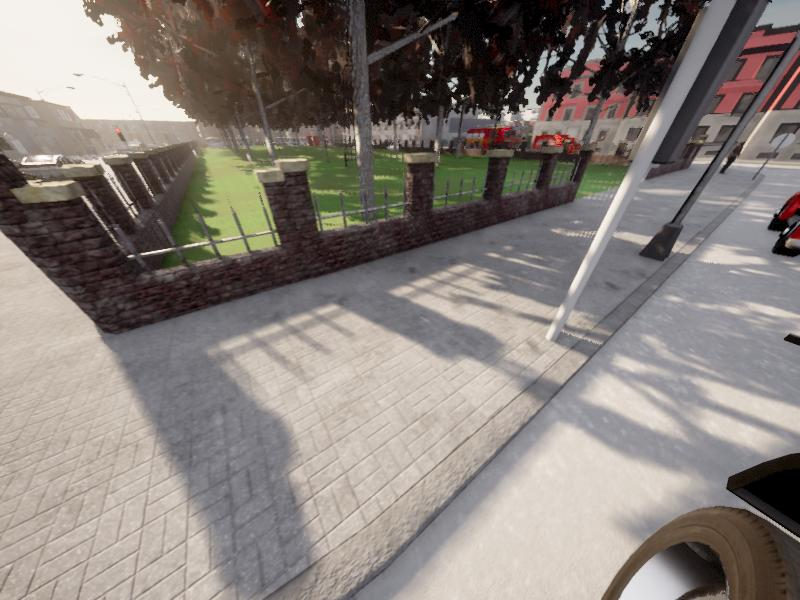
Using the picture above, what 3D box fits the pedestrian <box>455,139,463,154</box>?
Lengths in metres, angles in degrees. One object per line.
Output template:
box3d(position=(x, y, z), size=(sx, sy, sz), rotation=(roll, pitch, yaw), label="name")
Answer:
box3d(position=(9.269, -24.036, 36.126), size=(0.751, 1.860, 0.751), rotation=(-8, 36, -11), label="pedestrian")

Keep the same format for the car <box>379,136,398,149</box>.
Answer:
box3d(position=(-2.829, -38.928, 57.187), size=(2.152, 1.651, 5.027), rotation=(-23, 28, -29), label="car")

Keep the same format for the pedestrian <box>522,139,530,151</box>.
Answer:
box3d(position=(22.695, -28.001, 41.684), size=(0.751, 1.860, 0.751), rotation=(11, 37, 15), label="pedestrian")

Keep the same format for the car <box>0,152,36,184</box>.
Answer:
box3d(position=(-26.481, -8.387, 14.710), size=(1.837, 1.490, 4.892), rotation=(-22, 41, -28), label="car")

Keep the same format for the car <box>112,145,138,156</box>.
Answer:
box3d(position=(-48.931, -26.622, 41.173), size=(1.812, 1.442, 4.674), rotation=(-22, 41, -28), label="car")

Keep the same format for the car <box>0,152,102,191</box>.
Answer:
box3d(position=(-20.708, -7.905, 13.969), size=(2.128, 1.511, 4.902), rotation=(-24, 42, -30), label="car")

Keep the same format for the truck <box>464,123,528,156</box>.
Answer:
box3d(position=(14.600, -25.179, 36.232), size=(2.891, 3.827, 8.468), rotation=(-22, 40, -28), label="truck")

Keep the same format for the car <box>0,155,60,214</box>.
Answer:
box3d(position=(-16.833, -4.707, 9.302), size=(2.033, 1.649, 4.856), rotation=(-23, 41, -29), label="car")

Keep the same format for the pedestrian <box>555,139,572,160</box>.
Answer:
box3d(position=(18.158, -16.746, 25.719), size=(0.751, 1.860, 0.751), rotation=(-22, 41, -28), label="pedestrian")

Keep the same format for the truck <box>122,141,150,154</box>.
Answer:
box3d(position=(-55.663, -32.416, 48.873), size=(2.390, 2.098, 6.274), rotation=(-22, 41, -28), label="truck")

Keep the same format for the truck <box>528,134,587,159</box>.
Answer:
box3d(position=(20.213, -20.016, 30.037), size=(2.627, 2.467, 5.204), rotation=(-23, 41, -28), label="truck")

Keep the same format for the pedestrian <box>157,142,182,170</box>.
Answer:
box3d(position=(-18.950, -11.853, 19.035), size=(0.751, 1.860, 0.751), rotation=(-22, 41, -28), label="pedestrian")

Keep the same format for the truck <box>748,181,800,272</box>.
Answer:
box3d(position=(10.479, -2.099, 4.693), size=(5.204, 2.467, 2.627), rotation=(-22, 40, -28), label="truck")

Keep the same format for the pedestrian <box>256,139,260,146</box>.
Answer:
box3d(position=(-47.751, -53.059, 77.722), size=(0.751, 1.860, 0.751), rotation=(-18, 39, -23), label="pedestrian")

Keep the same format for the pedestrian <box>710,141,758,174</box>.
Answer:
box3d(position=(22.003, -9.410, 15.279), size=(0.751, 1.860, 0.751), rotation=(4, 35, 6), label="pedestrian")
